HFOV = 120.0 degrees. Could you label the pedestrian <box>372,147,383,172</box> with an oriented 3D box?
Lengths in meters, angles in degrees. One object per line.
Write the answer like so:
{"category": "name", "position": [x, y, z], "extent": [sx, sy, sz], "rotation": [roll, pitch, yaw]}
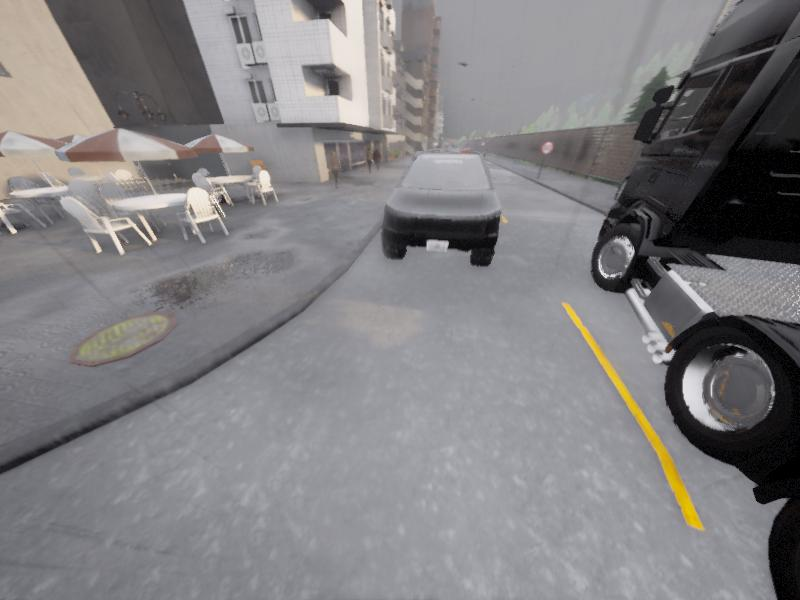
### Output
{"category": "pedestrian", "position": [-2.000, -12.626, 20.735], "extent": [0.751, 1.860, 0.751], "rotation": [0, 34, 0]}

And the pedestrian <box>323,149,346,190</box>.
{"category": "pedestrian", "position": [-3.525, -7.082, 12.559], "extent": [0.751, 1.860, 0.751], "rotation": [3, 35, 5]}

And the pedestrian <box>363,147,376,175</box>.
{"category": "pedestrian", "position": [-2.421, -11.146, 18.539], "extent": [0.751, 1.860, 0.751], "rotation": [4, 35, 6]}

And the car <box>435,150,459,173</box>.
{"category": "car", "position": [4.515, -13.493, 22.345], "extent": [1.930, 1.638, 5.238], "rotation": [5, 35, 8]}

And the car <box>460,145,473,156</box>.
{"category": "car", "position": [13.848, -31.484, 48.492], "extent": [2.097, 1.767, 4.553], "rotation": [5, 35, 8]}

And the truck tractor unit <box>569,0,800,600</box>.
{"category": "truck tractor unit", "position": [4.204, -0.758, 1.451], "extent": [3.053, 4.208, 6.516], "rotation": [14, 37, 19]}

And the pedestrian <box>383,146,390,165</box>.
{"category": "pedestrian", "position": [-1.521, -16.572, 26.499], "extent": [0.751, 1.860, 0.751], "rotation": [-3, 35, -4]}

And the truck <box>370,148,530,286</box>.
{"category": "truck", "position": [1.297, -3.020, 6.638], "extent": [2.390, 2.098, 6.274], "rotation": [6, 35, 9]}
